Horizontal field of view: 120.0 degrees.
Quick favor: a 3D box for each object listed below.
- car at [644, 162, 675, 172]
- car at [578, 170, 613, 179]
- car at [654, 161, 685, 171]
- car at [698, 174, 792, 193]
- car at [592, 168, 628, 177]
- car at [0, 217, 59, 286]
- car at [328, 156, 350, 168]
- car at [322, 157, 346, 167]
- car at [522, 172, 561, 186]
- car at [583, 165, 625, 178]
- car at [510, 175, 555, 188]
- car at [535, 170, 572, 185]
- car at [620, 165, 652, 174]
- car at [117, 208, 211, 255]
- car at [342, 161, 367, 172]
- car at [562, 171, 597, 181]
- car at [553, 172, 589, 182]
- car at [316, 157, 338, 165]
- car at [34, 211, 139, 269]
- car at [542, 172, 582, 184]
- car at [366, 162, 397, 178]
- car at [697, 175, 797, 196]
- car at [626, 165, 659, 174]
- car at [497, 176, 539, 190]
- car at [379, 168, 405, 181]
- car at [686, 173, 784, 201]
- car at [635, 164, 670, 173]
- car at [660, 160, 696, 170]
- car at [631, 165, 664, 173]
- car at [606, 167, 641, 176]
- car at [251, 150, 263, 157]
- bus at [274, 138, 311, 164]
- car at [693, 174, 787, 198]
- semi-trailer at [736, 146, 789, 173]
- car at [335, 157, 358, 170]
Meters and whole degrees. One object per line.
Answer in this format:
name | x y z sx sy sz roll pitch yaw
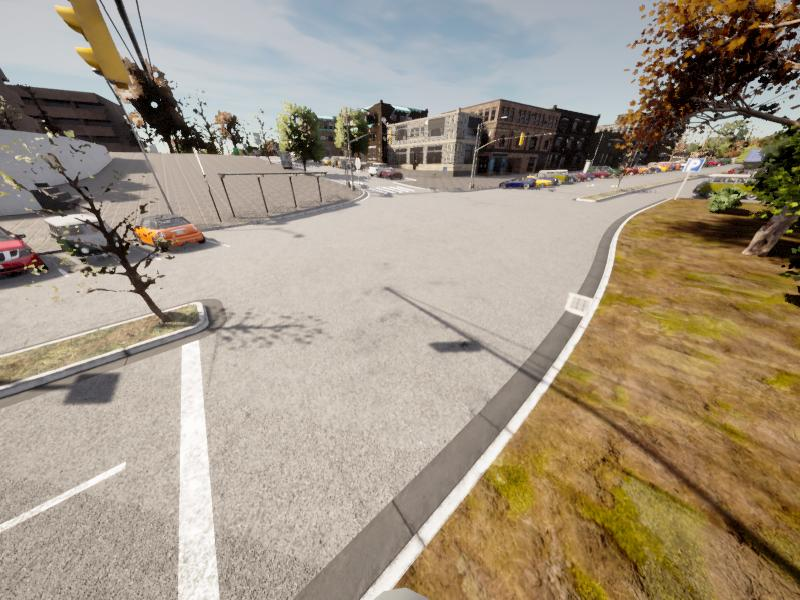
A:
car | 62.903 -32.281 56.119 4.442 1.987 1.878 22 38 35
car | 36.781 -23.674 43.552 4.674 1.452 2.002 20 37 33
car | 68.170 -33.897 58.556 4.442 1.987 1.878 22 38 35
car | 37.900 -13.039 25.682 5.366 1.575 1.946 21 38 31
car | 41.921 -25.455 46.197 5.008 1.535 2.097 20 37 33
car | -18.453 -2.226 10.271 5.566 2.045 2.435 15 34 27
car | -12.791 -29.317 49.059 1.878 1.987 4.442 21 37 23
car | -14.577 -30.665 51.280 1.946 1.575 5.366 21 37 23
car | 21.562 -18.424 35.211 4.553 1.767 2.185 19 36 31
car | 39.365 -24.796 44.732 5.566 2.045 2.435 20 37 33
car | 19.246 -17.332 33.735 5.366 1.575 1.946 18 36 31
car | 24.186 -19.390 36.497 4.442 1.987 1.878 19 36 31
car | 52.328 -28.939 51.258 4.553 1.767 2.185 21 38 34
car | -13.789 -4.164 13.541 4.553 1.767 2.185 15 35 27
car | -8.914 -26.385 45.522 2.231 1.521 4.892 21 37 23
car | 31.680 -21.906 40.851 4.674 1.452 2.002 19 36 32
car | 29.144 -21.005 39.471 4.674 1.452 2.002 19 37 32
car | -16.591 -31.944 53.041 2.002 1.452 4.674 21 37 23
car | -16.054 -3.211 11.856 4.442 1.987 1.878 15 34 27
car | 26.611 -20.140 38.075 4.892 1.521 2.231 19 36 32
car | -3.124 -22.424 39.795 2.435 2.045 5.566 21 37 23
car | 35.730 -12.037 24.127 5.366 1.575 1.946 21 37 31
car | 54.944 -29.664 52.587 4.892 1.521 2.231 22 38 35
car | 16.543 -16.502 32.563 4.792 1.488 2.163 18 36 31
car | -1.231 -20.775 38.067 2.002 1.452 4.674 21 37 23
car | 30.571 -10.506 21.390 4.442 1.987 1.878 20 38 31
car | 60.044 -31.365 55.174 5.366 1.575 1.946 22 38 35
car | 73.317 -35.569 61.045 5.566 2.045 2.435 22 38 36
car | 57.558 -30.497 53.847 5.008 1.535 2.097 22 37 35
car | 47.102 -27.159 48.787 5.008 1.535 2.097 21 38 34
car | -39.095 -40.123 63.085 1.789 1.549 3.705 -23 40 -34
bus | -24.994 -34.460 53.372 3.944 4.253 10.273 -23 42 -34
car | 33.092 -11.306 22.797 4.553 1.767 2.185 20 37 31
semi-trailer | 76.956 -29.841 48.975 14.254 4.402 2.717 -17 34 -24
car | -10.866 -27.919 47.185 1.878 1.987 4.442 21 37 23
